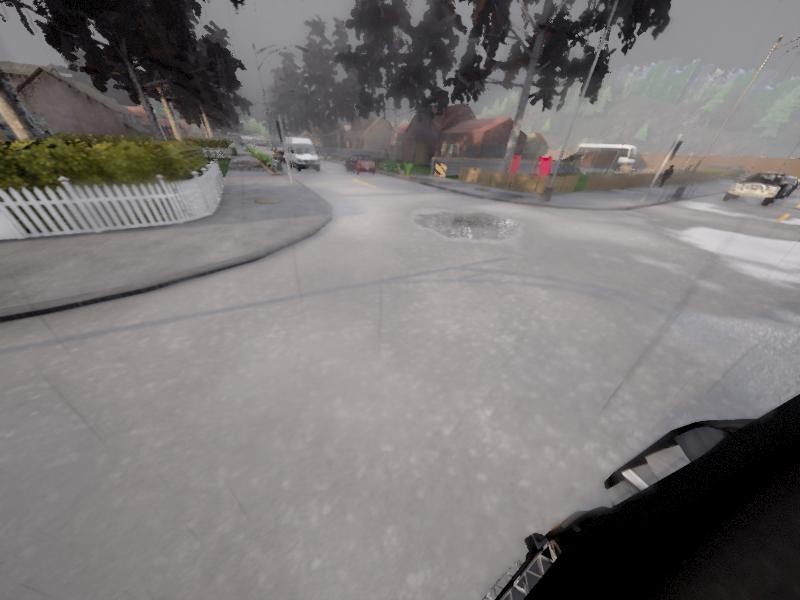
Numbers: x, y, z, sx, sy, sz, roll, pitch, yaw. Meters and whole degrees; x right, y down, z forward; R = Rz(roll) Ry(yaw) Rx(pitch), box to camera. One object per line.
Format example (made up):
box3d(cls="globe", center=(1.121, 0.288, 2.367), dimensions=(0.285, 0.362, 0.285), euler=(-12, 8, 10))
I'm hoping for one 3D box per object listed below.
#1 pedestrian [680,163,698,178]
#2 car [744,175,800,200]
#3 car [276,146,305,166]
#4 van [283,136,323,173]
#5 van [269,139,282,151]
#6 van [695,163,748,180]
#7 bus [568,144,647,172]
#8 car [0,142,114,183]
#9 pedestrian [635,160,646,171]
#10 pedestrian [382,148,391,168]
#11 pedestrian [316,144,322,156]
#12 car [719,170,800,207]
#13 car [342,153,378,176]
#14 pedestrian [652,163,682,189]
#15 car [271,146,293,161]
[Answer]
box3d(cls="pedestrian", center=(43.068, -19.328, 34.404), dimensions=(0.751, 1.860, 0.751), euler=(-16, 38, -26))
box3d(cls="car", center=(30.851, -9.321, 18.954), dimensions=(4.892, 1.490, 1.837), euler=(-16, 38, -26))
box3d(cls="car", center=(-12.925, -16.944, 27.122), dimensions=(2.152, 1.651, 5.027), euler=(-16, 38, -26))
box3d(cls="van", center=(-9.077, -13.530, 21.428), dimensions=(1.988, 2.561, 5.915), euler=(-16, 38, -26))
box3d(cls="van", center=(-35.255, -43.831, 65.210), dimensions=(1.988, 2.561, 5.915), euler=(-16, 38, -26))
box3d(cls="van", center=(51.873, -20.812, 37.403), dimensions=(1.775, 1.987, 4.442), euler=(-16, 37, -26))
box3d(cls="bus", center=(40.797, -28.482, 46.116), dimensions=(3.944, 4.253, 10.273), euler=(-16, 38, -26))
box3d(cls="car", center=(-16.388, -6.064, 10.187), dimensions=(4.181, 1.381, 1.994), euler=(-16, 38, -26))
box3d(cls="pedestrian", center=(49.512, -27.713, 47.541), dimensions=(0.751, 1.860, 0.751), euler=(-21, 40, -31))
box3d(cls="pedestrian", center=(-1.499, -16.069, 26.194), dimensions=(0.751, 1.860, 0.751), euler=(-16, 38, -26))
box3d(cls="pedestrian", center=(-16.106, -29.890, 45.989), dimensions=(0.751, 1.860, 0.751), euler=(-12, 36, -21))
box3d(cls="car", center=(24.039, -7.534, 15.404), dimensions=(4.605, 1.855, 1.932), euler=(-16, 38, -26))
box3d(cls="car", center=(-3.623, -12.098, 20.571), dimensions=(1.845, 1.501, 3.633), euler=(-16, 38, -26))
box3d(cls="pedestrian", center=(22.637, -10.523, 19.599), dimensions=(0.751, 1.860, 0.751), euler=(-15, 37, -24))
box3d(cls="car", center=(-16.525, -20.478, 32.231), dimensions=(1.801, 1.575, 5.366), euler=(-16, 38, -26))
